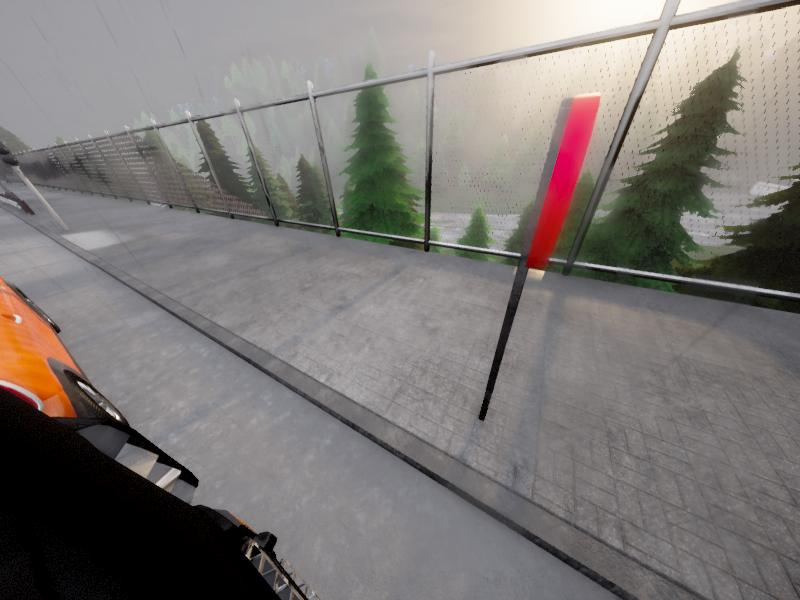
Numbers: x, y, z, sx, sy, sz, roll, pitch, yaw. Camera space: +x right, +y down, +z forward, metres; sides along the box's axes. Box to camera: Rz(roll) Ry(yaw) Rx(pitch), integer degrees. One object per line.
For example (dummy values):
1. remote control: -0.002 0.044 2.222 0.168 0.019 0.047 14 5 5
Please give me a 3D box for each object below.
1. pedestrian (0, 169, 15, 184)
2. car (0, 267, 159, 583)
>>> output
1. pedestrian: -55.743 -17.390 32.494 0.751 1.860 0.751 15 38 25
2. car: -4.631 0.598 1.777 4.553 1.767 2.097 16 38 26
